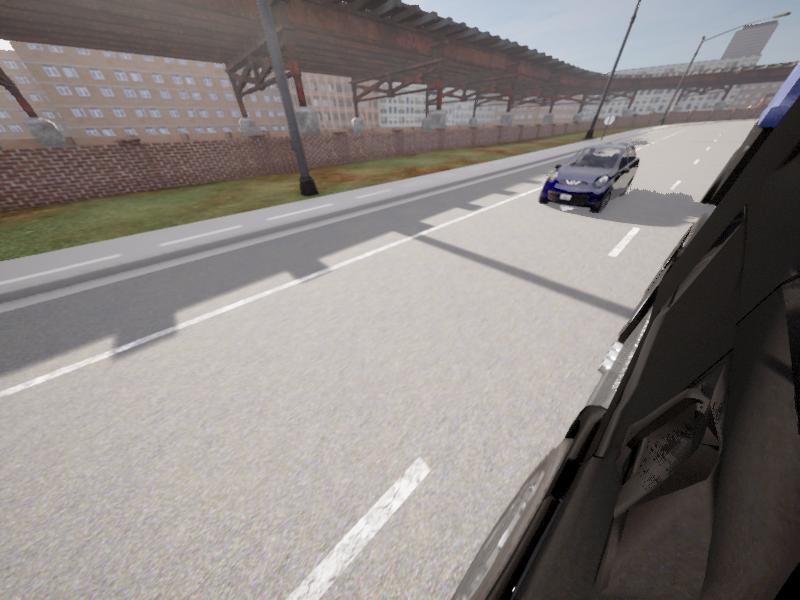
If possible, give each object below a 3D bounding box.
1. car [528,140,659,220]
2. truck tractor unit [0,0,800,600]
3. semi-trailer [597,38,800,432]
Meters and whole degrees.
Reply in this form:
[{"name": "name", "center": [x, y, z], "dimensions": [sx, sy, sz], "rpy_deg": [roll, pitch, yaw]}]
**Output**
[{"name": "car", "center": [5.967, -3.889, 7.154], "dimensions": [3.633, 1.501, 1.845], "rpy_deg": [-29, 44, -30]}, {"name": "truck tractor unit", "center": [2.645, -0.295, 0.351], "dimensions": [6.516, 4.208, 3.053], "rpy_deg": [-28, 44, -30]}, {"name": "semi-trailer", "center": [8.732, -3.588, 4.185], "dimensions": [14.254, 4.402, 2.717], "rpy_deg": [-28, 44, -29]}]
